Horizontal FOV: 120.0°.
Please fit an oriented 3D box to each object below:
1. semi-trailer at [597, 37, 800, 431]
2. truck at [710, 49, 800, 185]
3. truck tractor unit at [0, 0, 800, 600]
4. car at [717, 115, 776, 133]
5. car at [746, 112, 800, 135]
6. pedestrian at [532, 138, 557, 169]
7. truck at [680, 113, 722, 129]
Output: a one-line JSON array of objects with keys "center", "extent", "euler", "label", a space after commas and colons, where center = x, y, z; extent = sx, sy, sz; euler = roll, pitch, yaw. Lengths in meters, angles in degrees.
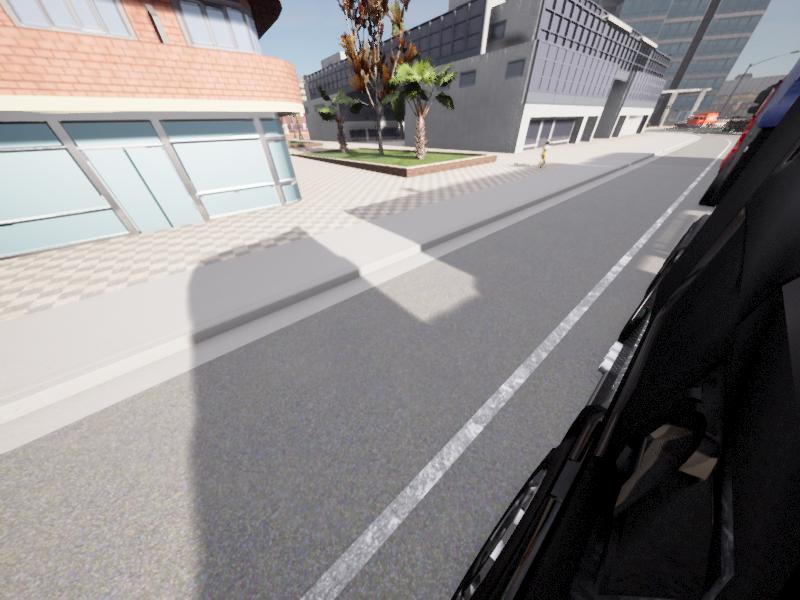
[{"center": [8.726, -3.572, 4.221], "extent": [14.254, 4.402, 2.717], "euler": [-28, 43, -30], "label": "semi-trailer"}, {"center": [17.379, -7.797, 9.911], "extent": [8.468, 3.827, 2.891], "euler": [-28, 43, -30], "label": "truck"}, {"center": [2.645, -0.295, 0.351], "extent": [6.516, 4.208, 3.053], "euler": [-28, 44, -30], "label": "truck tractor unit"}, {"center": [48.315, -24.609, 32.362], "extent": [1.905, 1.878, 3.866], "euler": [-1, 37, 2], "label": "car"}, {"center": [45.991, -20.561, 26.920], "extent": [2.150, 2.045, 5.566], "euler": [-12, 38, -12], "label": "car"}, {"center": [7.553, -7.673, 12.101], "extent": [0.751, 1.300, 0.751], "euler": [18, 41, 25], "label": "pedestrian"}, {"center": [62.410, -37.224, 48.029], "extent": [5.204, 2.467, 2.627], "euler": [-12, 38, -13], "label": "truck"}]
